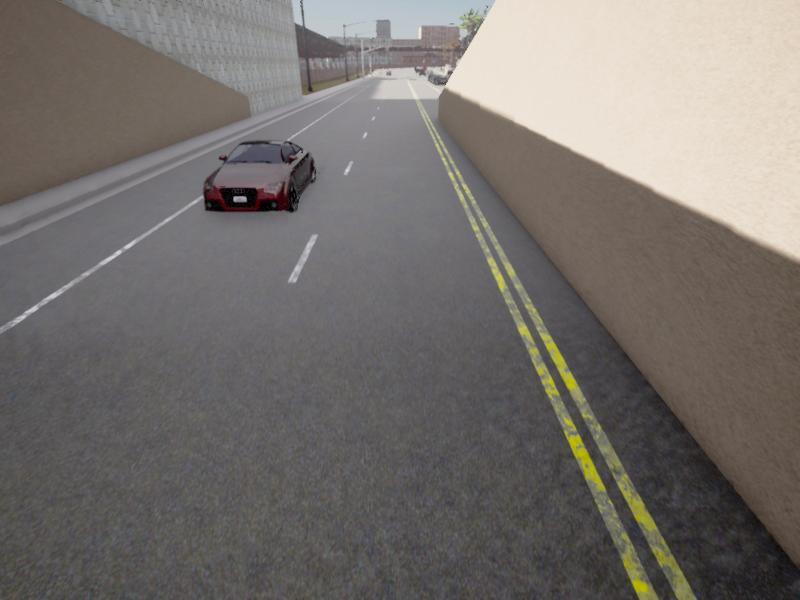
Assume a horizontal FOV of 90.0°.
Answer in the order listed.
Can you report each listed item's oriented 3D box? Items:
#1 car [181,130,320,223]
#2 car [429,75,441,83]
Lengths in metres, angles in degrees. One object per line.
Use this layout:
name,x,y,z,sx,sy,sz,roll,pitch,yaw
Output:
car,-3.500,-3.370,10.374,1.994,1.385,4.181,0,30,0
car,6.978,-44.388,80.322,2.033,1.411,5.357,0,30,0
